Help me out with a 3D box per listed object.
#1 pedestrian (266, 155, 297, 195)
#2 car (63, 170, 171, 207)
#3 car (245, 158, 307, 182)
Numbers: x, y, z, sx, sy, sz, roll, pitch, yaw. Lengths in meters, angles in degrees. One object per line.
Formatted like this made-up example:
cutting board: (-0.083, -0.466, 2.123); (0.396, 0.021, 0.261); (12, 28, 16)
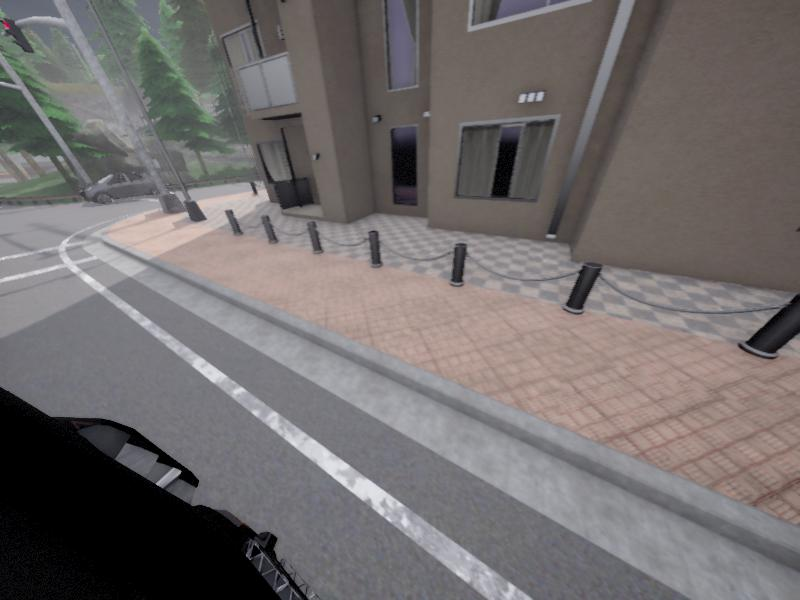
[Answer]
pedestrian: (-6.497, -6.874, 12.747); (0.751, 1.860, 0.751); (15, 37, 24)
car: (-17.227, -6.984, 14.297); (1.845, 1.501, 3.633); (15, 38, 25)
car: (-11.748, -12.636, 22.315); (2.242, 1.667, 4.611); (16, 37, 25)
